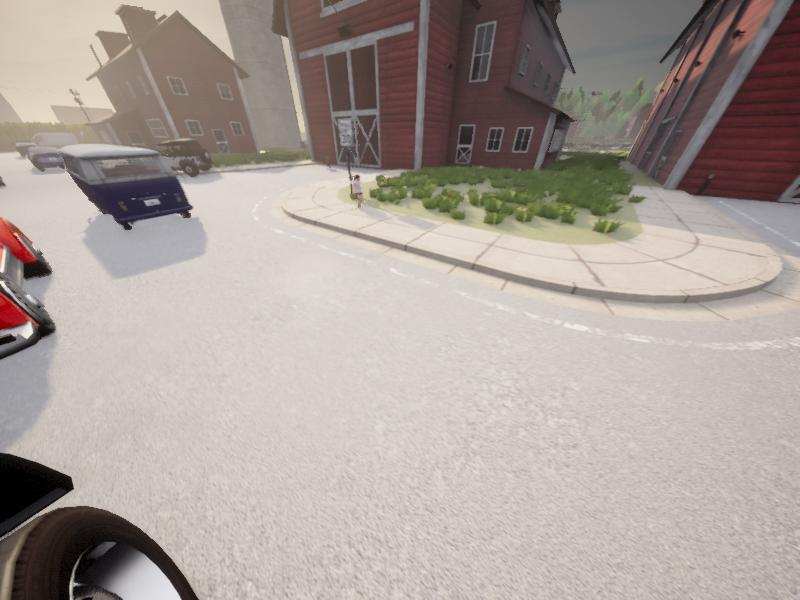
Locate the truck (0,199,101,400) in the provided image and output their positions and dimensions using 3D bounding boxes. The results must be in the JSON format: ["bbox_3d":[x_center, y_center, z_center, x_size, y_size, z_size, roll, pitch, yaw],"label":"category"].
[{"bbox_3d":[-6.617,-0.571,2.501,5.204,2.467,2.627,22,41,28],"label":"truck"}]

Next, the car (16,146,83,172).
[{"bbox_3d":[-27.775,-11.259,18.302,4.792,1.488,2.163,22,41,28],"label":"car"}]

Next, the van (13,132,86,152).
[{"bbox_3d":[-56.694,-25.697,37.606,1.988,2.561,5.915,23,41,28],"label":"van"}]

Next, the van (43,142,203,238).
[{"bbox_3d":[-8.682,-3.679,7.281,4.442,1.987,1.775,23,42,27],"label":"van"}]

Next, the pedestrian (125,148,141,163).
[{"bbox_3d":[-24.405,-13.199,21.106,0.500,1.100,0.500,-25,42,-31],"label":"pedestrian"}]

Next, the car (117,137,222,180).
[{"bbox_3d":[-14.130,-8.920,14.490,3.866,1.878,1.905,-5,41,-5],"label":"car"}]

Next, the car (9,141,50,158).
[{"bbox_3d":[-45.267,-18.460,28.196,5.238,1.638,1.930,22,41,28],"label":"car"}]

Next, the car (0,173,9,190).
[{"bbox_3d":[-22.096,-6.433,11.617,4.181,1.385,1.994,22,41,28],"label":"car"}]

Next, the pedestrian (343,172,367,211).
[{"bbox_3d":[-1.507,-3.714,7.890,0.500,1.100,0.500,19,39,25],"label":"pedestrian"}]

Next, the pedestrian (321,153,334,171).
[{"bbox_3d":[-5.373,-10.244,17.116,0.500,1.100,0.500,21,40,27],"label":"pedestrian"}]
